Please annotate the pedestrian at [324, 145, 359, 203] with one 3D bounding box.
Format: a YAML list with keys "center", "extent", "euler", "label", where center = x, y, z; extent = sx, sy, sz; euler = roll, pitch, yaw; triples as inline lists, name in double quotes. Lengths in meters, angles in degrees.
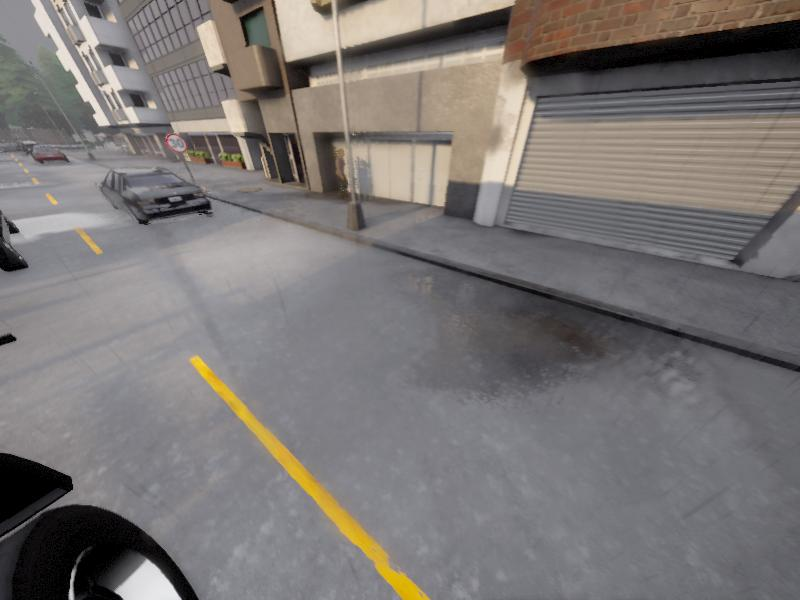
- center: [-2.216, -4.882, 8.972]
  extent: [0.751, 1.860, 0.751]
  euler: [15, 38, 20]
  label: "pedestrian"

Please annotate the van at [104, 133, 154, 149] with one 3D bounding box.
- center: [-55.083, -32.409, 47.166]
  extent: [1.988, 2.561, 5.915]
  euler: [22, 40, 27]
  label: "van"

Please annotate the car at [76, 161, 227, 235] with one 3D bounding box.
- center: [-8.601, -3.748, 7.935]
  extent: [5.357, 1.411, 2.033]
  euler: [22, 41, 28]
  label: "car"

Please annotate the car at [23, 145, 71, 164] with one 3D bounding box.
- center: [-35.539, -14.724, 23.281]
  extent: [4.181, 1.385, 1.994]
  euler: [22, 41, 28]
  label: "car"

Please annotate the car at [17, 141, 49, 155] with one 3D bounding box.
- center: [-52.303, -21.772, 33.020]
  extent: [4.892, 1.490, 1.837]
  euler: [26, 42, 31]
  label: "car"

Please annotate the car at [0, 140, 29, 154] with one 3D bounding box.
- center: [-58.773, -22.476, 33.849]
  extent: [2.152, 1.651, 5.027]
  euler: [-13, 37, -18]
  label: "car"

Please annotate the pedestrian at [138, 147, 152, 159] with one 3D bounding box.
- center: [-28.701, -16.550, 25.982]
  extent: [0.500, 1.100, 0.500]
  euler: [11, 37, 15]
  label: "pedestrian"

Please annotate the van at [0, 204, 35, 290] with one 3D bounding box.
- center: [-9.897, -1.927, 4.350]
  extent: [5.915, 2.561, 1.988]
  euler: [22, 41, 28]
  label: "van"
